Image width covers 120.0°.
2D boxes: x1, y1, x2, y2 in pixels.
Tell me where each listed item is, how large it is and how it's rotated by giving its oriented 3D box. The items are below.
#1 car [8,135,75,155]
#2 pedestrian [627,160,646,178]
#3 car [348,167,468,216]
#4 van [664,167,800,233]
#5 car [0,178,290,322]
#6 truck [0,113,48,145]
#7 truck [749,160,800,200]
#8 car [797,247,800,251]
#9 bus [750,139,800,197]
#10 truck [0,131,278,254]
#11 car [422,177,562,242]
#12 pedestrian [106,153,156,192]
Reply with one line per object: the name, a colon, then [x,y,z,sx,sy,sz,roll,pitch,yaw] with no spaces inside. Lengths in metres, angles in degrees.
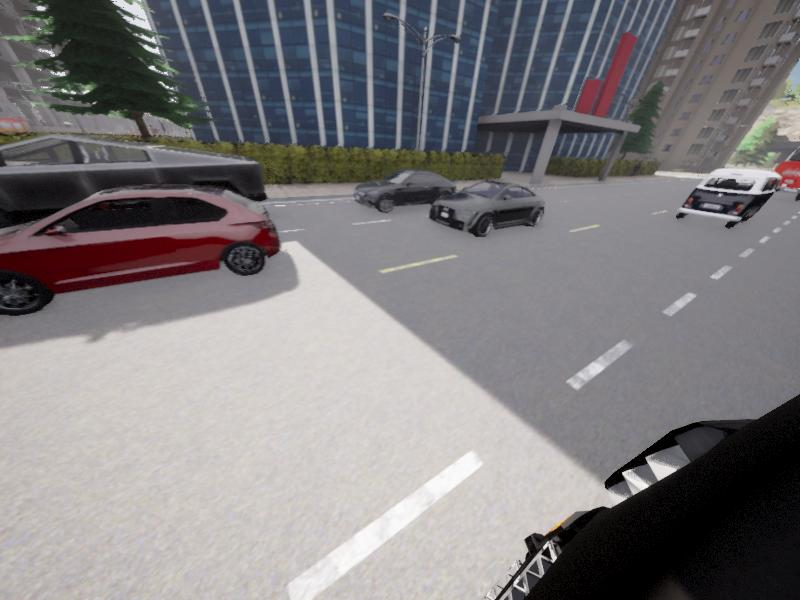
car: [-38.261,-16.691,24.859,2.007,1.525,4.514,-15,37,-25]
pedestrian: [30.383,-16.828,29.706,0.751,1.860,0.751,-17,38,-27]
car: [0.385,-4.750,9.847,4.674,1.442,1.812,-16,38,-26]
van: [14.257,-4.468,9.966,4.480,2.038,2.069,-16,38,-26]
car: [-4.475,-1.147,4.007,4.193,1.474,1.816,-16,38,-26]
truck: [-62.074,-25.959,34.883,8.468,3.827,2.891,-16,38,-26]
truck: [32.012,-9.710,18.817,5.204,2.467,2.627,-14,37,-27]
car: [14.973,-2.163,7.156,4.181,1.385,1.994,-15,38,-25]
bus: [40.262,-12.839,22.618,10.273,4.253,3.944,-16,38,-26]
truck: [-6.993,-2.924,5.925,6.274,2.098,2.390,-16,38,-26]
car: [3.094,-3.259,7.879,4.181,1.385,1.994,-16,38,-27]
pedestrian: [-10.936,-5.202,9.454,0.751,1.300,0.751,-16,38,-27]
